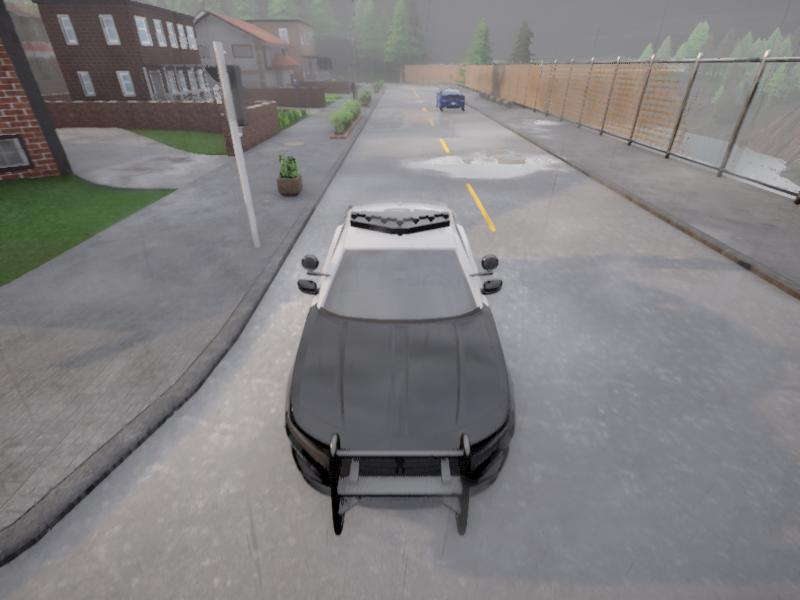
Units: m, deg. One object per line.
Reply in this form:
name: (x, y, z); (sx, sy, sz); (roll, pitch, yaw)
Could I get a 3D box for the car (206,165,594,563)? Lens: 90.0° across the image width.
car: (0.000, -0.175, 4.667); (1.930, 1.638, 5.238); (0, 30, 0)

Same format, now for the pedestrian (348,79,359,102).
pedestrian: (-4.313, -19.496, 37.202); (0.751, 1.860, 0.751); (0, 30, 1)

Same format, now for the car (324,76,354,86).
car: (-10.935, -39.628, 72.361); (5.027, 1.651, 2.152); (0, 30, 0)

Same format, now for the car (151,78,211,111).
car: (-15.539, -14.744, 28.652); (1.905, 1.878, 3.866); (0, 30, 0)

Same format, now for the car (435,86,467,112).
car: (3.995, -16.048, 31.887); (1.882, 1.535, 5.008); (0, 30, 0)
